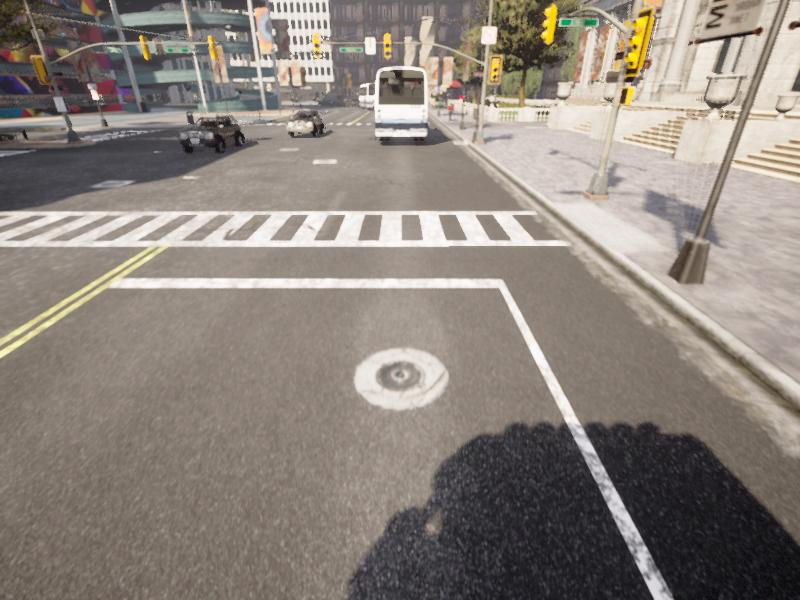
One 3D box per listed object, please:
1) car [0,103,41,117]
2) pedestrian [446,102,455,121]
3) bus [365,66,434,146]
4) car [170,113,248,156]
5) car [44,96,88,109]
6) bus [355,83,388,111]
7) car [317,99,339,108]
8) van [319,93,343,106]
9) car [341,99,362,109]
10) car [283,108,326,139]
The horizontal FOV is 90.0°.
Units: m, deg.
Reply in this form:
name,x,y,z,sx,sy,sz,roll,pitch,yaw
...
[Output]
name,x,y,z,sx,sy,sz,roll,pitch,yaw
car,-49.935,-24.489,51.555,4.902,1.511,2.128,0,28,0
pedestrian,5.321,-19.951,42.329,0.751,1.860,0.751,9,29,17
bus,-0.010,-13.752,28.241,3.944,4.253,10.273,0,28,0
car,-10.415,-9.315,22.305,1.932,1.855,4.605,0,27,0
car,-61.985,-36.798,74.415,5.566,2.045,2.435,0,28,0
bus,-5.362,-37.105,73.012,3.944,4.253,10.273,-7,28,-12
car,-16.267,-44.276,89.923,5.027,1.651,2.152,24,36,38
van,-16.102,-46.920,93.649,5.915,2.561,1.988,21,34,35
car,-10.216,-40.960,83.563,2.152,1.651,5.027,-18,33,-31
car,-6.887,-13.033,29.438,1.932,1.855,4.605,0,27,0
